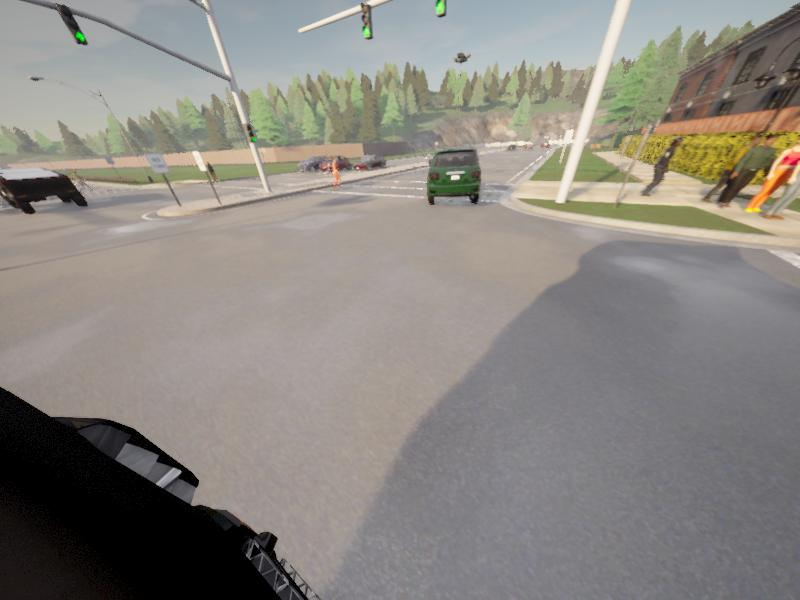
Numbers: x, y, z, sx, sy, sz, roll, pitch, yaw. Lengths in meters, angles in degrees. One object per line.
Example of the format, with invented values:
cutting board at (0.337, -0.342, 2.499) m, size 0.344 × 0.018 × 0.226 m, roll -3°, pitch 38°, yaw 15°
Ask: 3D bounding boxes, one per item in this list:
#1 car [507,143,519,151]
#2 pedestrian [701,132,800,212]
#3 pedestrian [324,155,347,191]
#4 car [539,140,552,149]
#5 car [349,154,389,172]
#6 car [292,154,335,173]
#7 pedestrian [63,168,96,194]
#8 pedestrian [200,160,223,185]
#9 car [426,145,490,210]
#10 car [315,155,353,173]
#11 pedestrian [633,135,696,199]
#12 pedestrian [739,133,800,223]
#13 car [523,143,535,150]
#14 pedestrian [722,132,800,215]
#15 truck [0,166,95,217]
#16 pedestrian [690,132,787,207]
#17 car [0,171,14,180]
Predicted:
car at (28.598, -38.796, 58.560) m, size 1.837 × 1.490 × 4.892 m, roll 16°, pitch 38°, yaw 26°
pedestrian at (9.872, -3.603, 6.570) m, size 0.751 × 1.860 × 0.751 m, roll 19°, pitch 39°, yaw 29°
pedestrian at (-3.925, -7.754, 14.181) m, size 0.751 × 1.860 × 0.751 m, roll 2°, pitch 34°, yaw 8°
car at (36.739, -39.228, 58.301) m, size 2.097 × 1.767 × 4.553 m, roll 16°, pitch 38°, yaw 26°
car at (-3.538, -16.262, 27.312) m, size 2.163 × 1.488 × 4.792 m, roll 16°, pitch 38°, yaw 26°
car at (-10.631, -17.108, 28.867) m, size 2.097 × 1.767 × 4.553 m, roll 16°, pitch 38°, yaw 26°
pedestrian at (-26.686, -9.919, 19.256) m, size 0.751 × 1.860 × 0.751 m, roll 19°, pitch 39°, yaw 29°
pedestrian at (-17.087, -11.591, 20.996) m, size 0.751 × 1.860 × 0.751 m, roll 13°, pitch 37°, yaw 23°
car at (2.506, -5.947, 10.826) m, size 2.150 × 2.045 × 5.566 m, roll 3°, pitch 34°, yaw 10°
car at (-7.685, -16.092, 27.274) m, size 1.851 × 1.617 × 3.988 m, roll 16°, pitch 38°, yaw 26°
pedestrian at (9.135, -4.626, 8.094) m, size 0.751 × 1.860 × 0.751 m, roll 23°, pitch 42°, yaw 33°
pedestrian at (9.697, -2.917, 5.554) m, size 0.751 × 1.860 × 0.751 m, roll 9°, pitch 36°, yaw 18°
car at (32.482, -38.683, 58.257) m, size 1.895 × 1.301 × 4.718 m, roll 16°, pitch 38°, yaw 26°
pedestrian at (10.003, -3.297, 6.100) m, size 0.751 × 1.860 × 0.751 m, roll 6°, pitch 35°, yaw 13°
truck at (-21.332, -6.525, 13.556) m, size 6.274 × 2.098 × 2.390 m, roll 16°, pitch 38°, yaw 26°
pedestrian at (10.131, -3.912, 7.014) m, size 0.751 × 1.860 × 0.751 m, roll -15°, pitch 35°, yaw -17°
car at (-86.261, -27.035, 50.059) m, size 3.988 × 1.617 × 1.851 m, roll 16°, pitch 38°, yaw 26°
